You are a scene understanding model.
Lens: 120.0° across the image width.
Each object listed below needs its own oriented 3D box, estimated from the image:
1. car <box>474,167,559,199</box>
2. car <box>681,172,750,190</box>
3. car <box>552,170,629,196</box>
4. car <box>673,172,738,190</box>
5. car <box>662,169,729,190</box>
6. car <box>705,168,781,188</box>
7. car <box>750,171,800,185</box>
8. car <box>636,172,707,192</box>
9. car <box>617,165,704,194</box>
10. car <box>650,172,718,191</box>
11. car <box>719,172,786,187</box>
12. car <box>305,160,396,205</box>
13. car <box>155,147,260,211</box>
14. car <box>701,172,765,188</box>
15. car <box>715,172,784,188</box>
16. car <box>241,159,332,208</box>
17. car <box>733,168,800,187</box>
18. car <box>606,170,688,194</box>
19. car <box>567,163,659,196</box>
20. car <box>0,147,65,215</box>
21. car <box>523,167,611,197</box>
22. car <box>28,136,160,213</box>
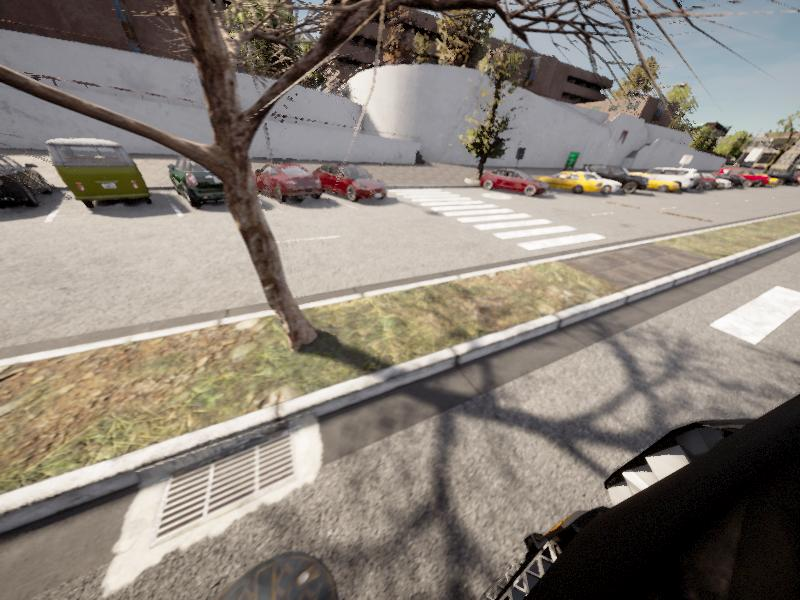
[{"bbox_3d":[8.183,-8.519,16.589,4.792,1.488,2.163,30,41,35],"label":"car"},{"bbox_3d":[40.798,-15.644,30.121,2.097,1.535,5.008,-27,43,-37],"label":"car"},{"bbox_3d":[16.315,-10.248,20.029,4.674,1.452,2.002,30,41,35],"label":"car"},{"bbox_3d":[38.074,-15.005,29.036,2.002,1.452,4.674,-27,43,-38],"label":"car"},{"bbox_3d":[35.341,-14.548,27.846,2.185,1.767,4.553,-27,43,-38],"label":"car"},{"bbox_3d":[48.986,-17.684,33.319,5.566,2.045,2.435,30,41,36],"label":"car"},{"bbox_3d":[65.286,-21.198,40.090,2.185,1.767,4.553,-27,43,-37],"label":"car"},{"bbox_3d":[29.890,-13.209,25.683,2.163,1.488,4.792,-27,43,-37],"label":"car"},{"bbox_3d":[27.185,-12.847,24.408,5.566,2.045,2.435,30,42,35],"label":"car"},{"bbox_3d":[32.639,-13.790,26.804,2.002,1.452,4.674,-27,43,-38],"label":"car"},{"bbox_3d":[54.255,-18.774,35.803,1.946,1.575,5.366,-27,43,-37],"label":"car"},{"bbox_3d":[-2.684,-6.231,12.029,4.792,1.488,2.163,30,41,35],"label":"car"},{"bbox_3d":[-8.098,-5.217,9.667,4.553,1.767,2.185,30,41,35],"label":"car"},{"bbox_3d":[46.256,-16.837,32.355,4.792,1.488,2.163,30,42,36],"label":"car"},{"bbox_3d":[51.806,-18.020,34.474,1.946,1.575,5.366,-27,43,-38],"label":"car"},{"bbox_3d":[-5.426,-5.657,10.904,2.002,1.452,4.674,-27,43,-38],"label":"car"},{"bbox_3d":[59.809,-20.127,37.811,2.435,2.045,5.566,-27,43,-37],"label":"car"},{"bbox_3d":[24.607,-11.961,23.295,5.366,1.575,1.946,30,41,35],"label":"car"},{"bbox_3d":[19.074,-11.059,20.992,2.435,2.045,5.566,-26,43,-38],"label":"car"},{"bbox_3d":[-13.523,-3.983,7.483,4.892,1.521,2.231,30,41,35],"label":"car"},{"bbox_3d":[13.464,-9.778,18.968,1.946,1.575,5.366,-27,43,-38],"label":"car"},{"bbox_3d":[-10.899,-4.792,8.564,4.442,1.987,1.878,30,41,35],"label":"car"}]
